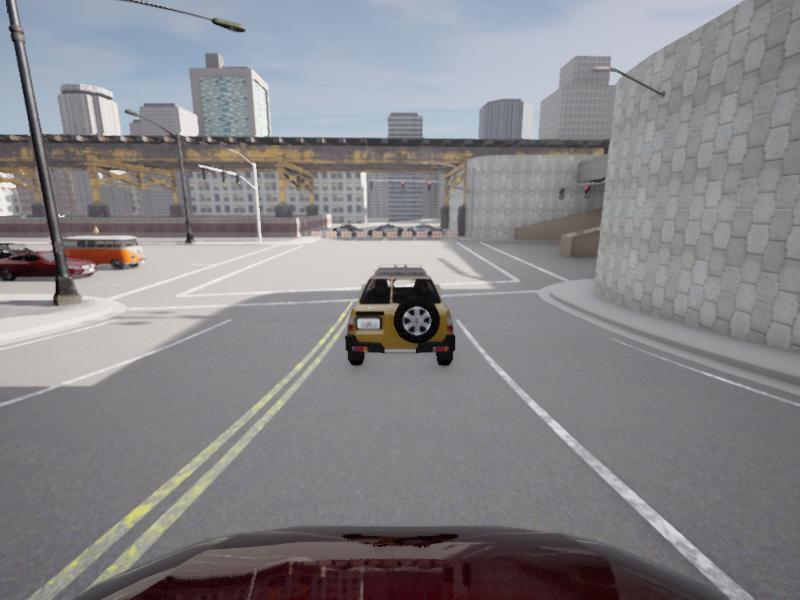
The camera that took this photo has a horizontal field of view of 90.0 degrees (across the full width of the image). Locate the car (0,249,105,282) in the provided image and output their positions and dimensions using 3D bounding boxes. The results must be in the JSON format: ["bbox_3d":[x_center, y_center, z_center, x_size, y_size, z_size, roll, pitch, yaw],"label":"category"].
[{"bbox_3d":[-18.575,-1.831,20.974,4.674,1.442,1.812,0,13,-1],"label":"car"}]

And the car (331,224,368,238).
[{"bbox_3d":[-6.543,-9.024,51.829,4.974,1.542,2.038,12,18,43],"label":"car"}]

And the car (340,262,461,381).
[{"bbox_3d":[0.012,0.151,8.735,1.932,1.855,4.605,0,6,0],"label":"car"}]

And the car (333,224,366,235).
[{"bbox_3d":[-6.581,-9.186,51.828,4.536,1.218,1.853,12,18,43],"label":"car"}]

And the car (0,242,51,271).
[{"bbox_3d":[-24.173,-2.707,24.531,3.705,1.549,1.789,0,13,0],"label":"car"}]

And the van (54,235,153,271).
[{"bbox_3d":[-17.961,-2.906,24.425,4.442,1.987,1.775,0,13,0],"label":"van"}]

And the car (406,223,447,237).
[{"bbox_3d":[3.438,-9.187,52.524,4.974,1.542,2.038,7,15,28],"label":"car"}]

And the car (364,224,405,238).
[{"bbox_3d":[-1.935,-9.019,51.800,4.974,1.542,2.038,-9,16,-35],"label":"car"}]

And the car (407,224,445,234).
[{"bbox_3d":[3.392,-9.346,52.513,4.536,1.218,1.853,7,15,28],"label":"car"}]
